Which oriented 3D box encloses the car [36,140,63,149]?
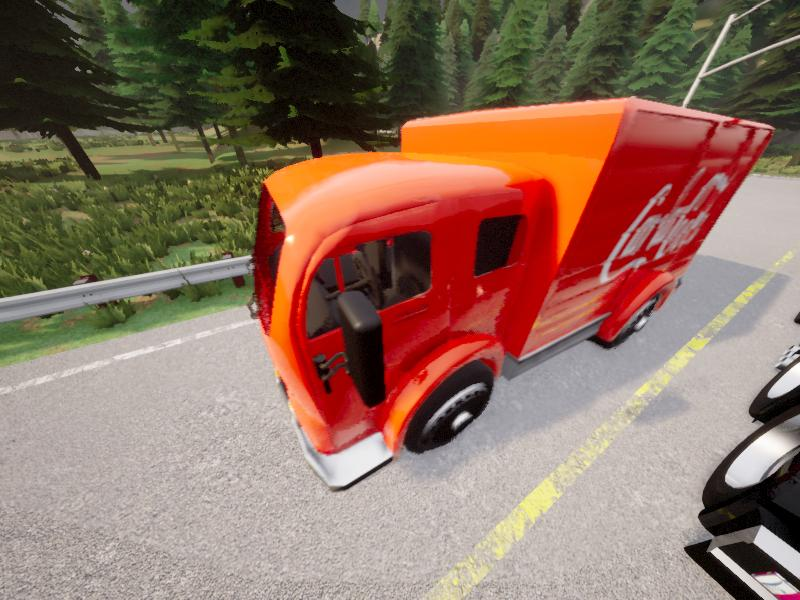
[{"bbox_3d":[-87.382,-38.851,57.593,3.866,1.878,1.905,9,36,13],"label":"car"}]

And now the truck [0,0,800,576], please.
[{"bbox_3d":[1.201,-0.635,2.757,5.204,2.467,2.627,-18,39,-24],"label":"truck"}]

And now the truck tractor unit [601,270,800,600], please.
[{"bbox_3d":[5.120,-0.292,0.767,6.516,4.208,3.053,-18,39,-24],"label":"truck tractor unit"}]
